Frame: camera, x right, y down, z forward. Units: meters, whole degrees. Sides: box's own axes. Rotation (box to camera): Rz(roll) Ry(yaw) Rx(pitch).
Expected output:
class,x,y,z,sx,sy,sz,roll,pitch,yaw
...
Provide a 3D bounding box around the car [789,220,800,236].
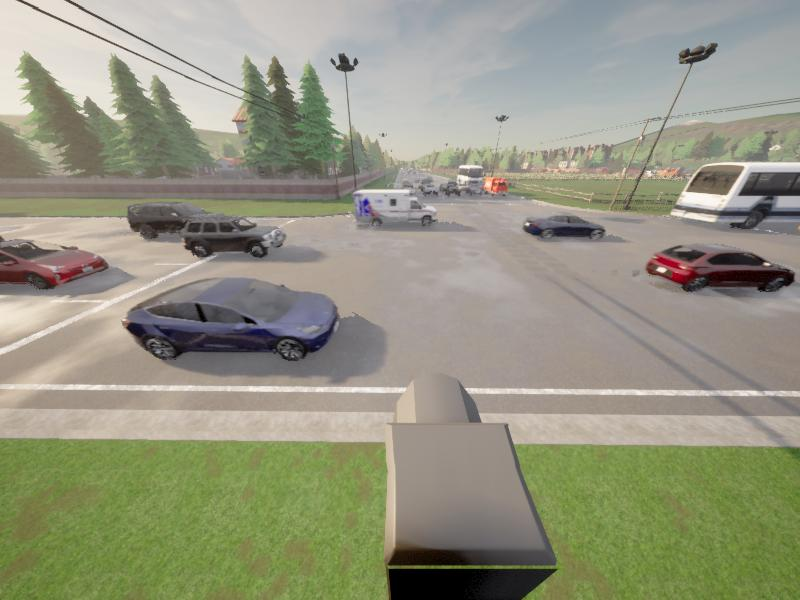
class,x,y,z,sx,sy,sz,roll,pitch,yaw
car,29.462,-4.784,14.711,5.366,1.575,1.801,0,30,1

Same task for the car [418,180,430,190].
class,x,y,z,sx,sy,sz,roll,pitch,yaw
car,4.868,-24.178,48.353,2.038,1.542,4.974,0,30,0

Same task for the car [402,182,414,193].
class,x,y,z,sx,sy,sz,roll,pitch,yaw
car,1.339,-20.637,42.224,2.007,1.525,4.514,0,30,0

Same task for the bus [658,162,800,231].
class,x,y,z,sx,sy,sz,roll,pitch,yaw
bus,27.452,-7.760,17.196,10.273,4.253,3.944,0,30,1

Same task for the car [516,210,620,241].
class,x,y,z,sx,sy,sz,roll,pitch,yaw
car,10.548,-4.843,14.914,4.792,1.488,2.163,0,30,1

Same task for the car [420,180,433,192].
class,x,y,z,sx,sy,sz,roll,pitch,yaw
car,4.840,-21.046,42.568,1.905,1.878,3.866,0,30,0

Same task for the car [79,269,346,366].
class,x,y,z,sx,sy,sz,roll,pitch,yaw
car,-4.089,0.327,5.957,4.792,1.488,2.163,0,30,1

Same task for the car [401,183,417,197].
class,x,y,z,sx,sy,sz,roll,pitch,yaw
car,1.309,-17.328,36.348,2.242,1.667,4.611,0,30,0

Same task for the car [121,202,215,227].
class,x,y,z,sx,sy,sz,roll,pitch,yaw
car,-18.028,-6.748,18.214,4.792,1.488,2.163,0,30,1

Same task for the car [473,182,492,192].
class,x,y,z,sx,sy,sz,roll,pitch,yaw
car,15.347,-21.159,43.286,1.994,1.385,4.181,0,30,0

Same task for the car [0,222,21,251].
class,x,y,z,sx,sy,sz,roll,pitch,yaw
car,-24.528,-3.347,12.174,4.856,1.649,2.033,0,30,1

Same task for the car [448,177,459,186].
class,x,y,z,sx,sy,sz,roll,pitch,yaw
car,13.411,-29.911,58.199,2.152,1.651,5.027,2,30,4

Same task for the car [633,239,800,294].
class,x,y,z,sx,sy,sz,roll,pitch,yaw
car,12.186,-1.332,8.837,4.193,1.474,1.816,0,30,1

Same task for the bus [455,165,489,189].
class,x,y,z,sx,sy,sz,roll,pitch,yaw
bus,15.521,-27.360,51.123,3.944,4.253,10.273,1,30,0

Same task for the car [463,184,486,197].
class,x,y,z,sx,sy,sz,roll,pitch,yaw
car,11.815,-17.697,37.146,2.128,1.511,4.902,0,30,0

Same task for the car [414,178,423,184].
class,x,y,z,sx,sy,sz,roll,pitch,yaw
car,4.934,-32.191,62.393,1.994,1.385,4.181,0,30,0

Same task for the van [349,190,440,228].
class,x,y,z,sx,sy,sz,roll,pitch,yaw
van,-0.398,-7.062,17.810,6.366,2.431,2.351,0,30,1

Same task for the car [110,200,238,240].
class,x,y,z,sx,sy,sz,roll,pitch,yaw
car,-14.289,-5.224,15.009,5.566,2.045,2.150,0,30,1

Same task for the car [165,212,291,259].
class,x,y,z,sx,sy,sz,roll,pitch,yaw
car,-8.550,-3.366,11.964,4.605,1.855,1.932,0,30,1

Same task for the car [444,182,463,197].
class,x,y,z,sx,sy,sz,roll,pitch,yaw
car,8.311,-17.424,36.294,1.905,1.878,3.866,0,30,0

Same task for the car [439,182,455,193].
class,x,y,z,sx,sy,sz,roll,pitch,yaw
car,8.336,-20.342,41.702,1.882,1.535,5.008,0,30,0

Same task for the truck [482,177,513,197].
class,x,y,z,sx,sy,sz,roll,pitch,yaw
truck,15.314,-17.992,36.694,2.627,2.467,5.204,0,30,0

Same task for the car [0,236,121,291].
class,x,y,z,sx,sy,sz,roll,pitch,yaw
car,-14.700,-1.500,9.077,4.514,1.525,2.007,0,30,1

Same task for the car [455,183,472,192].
class,x,y,z,sx,sy,sz,roll,pitch,yaw
car,11.845,-21.174,43.385,1.895,1.301,4.718,0,30,0

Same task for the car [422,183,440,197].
class,x,y,z,sx,sy,sz,roll,pitch,yaw
car,4.803,-17.535,36.755,2.152,1.651,5.027,0,30,0
